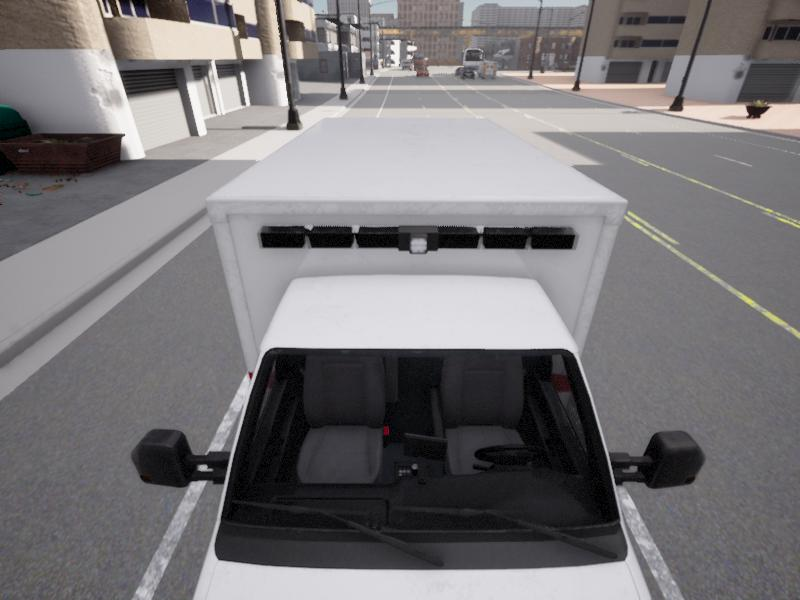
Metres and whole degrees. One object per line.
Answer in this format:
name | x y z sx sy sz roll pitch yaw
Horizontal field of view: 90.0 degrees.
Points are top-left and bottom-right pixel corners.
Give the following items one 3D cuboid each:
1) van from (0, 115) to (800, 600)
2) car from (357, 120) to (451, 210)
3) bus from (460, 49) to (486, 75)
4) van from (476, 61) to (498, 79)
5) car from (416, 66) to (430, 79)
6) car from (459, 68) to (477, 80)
van | 0.081 0.005 3.601 2.351 2.431 6.366 0 30 0
car | 0.108 -4.090 11.522 2.128 1.511 4.902 0 30 0
bus | 14.388 -46.665 78.327 3.944 4.253 10.273 7 32 11
van | 14.434 -38.399 66.744 2.351 2.431 6.366 0 32 0
car | 3.946 -39.491 69.338 2.242 1.667 4.611 0 32 0
car | 10.919 -36.576 64.784 2.128 1.511 4.902 0 32 0
